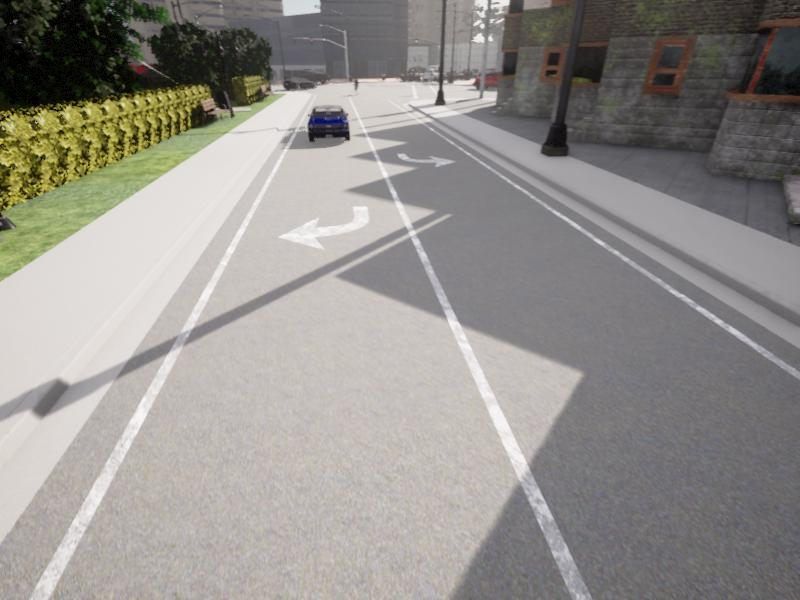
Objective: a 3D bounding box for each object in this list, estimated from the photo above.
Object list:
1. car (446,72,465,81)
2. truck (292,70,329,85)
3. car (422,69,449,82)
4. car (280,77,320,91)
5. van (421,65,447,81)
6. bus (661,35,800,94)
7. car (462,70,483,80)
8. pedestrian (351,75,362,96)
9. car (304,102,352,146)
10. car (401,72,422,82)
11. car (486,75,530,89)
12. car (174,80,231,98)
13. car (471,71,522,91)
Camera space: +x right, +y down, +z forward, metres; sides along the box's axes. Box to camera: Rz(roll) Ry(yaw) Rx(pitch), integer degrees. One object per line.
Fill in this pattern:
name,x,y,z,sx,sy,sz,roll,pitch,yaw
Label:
car,10.916,-44.112,78.791,1.816,1.474,4.193,21,37,32
truck,-15.027,-37.300,67.075,6.274,2.098,2.390,23,38,34
car,6.543,-41.439,73.763,2.150,2.045,5.566,21,37,32
car,-13.070,-28.332,52.415,2.163,1.488,4.792,18,35,29
van,6.699,-44.665,78.723,1.988,2.561,5.915,21,37,32
bus,30.513,-21.166,36.258,10.273,4.253,3.944,19,36,32
car,15.043,-46.912,83.312,1.930,1.638,5.238,21,37,32
pedestrian,-4.626,-22.817,42.551,0.751,1.860,0.751,19,36,30
car,-3.335,-8.374,18.794,1.895,1.301,4.718,-4,31,-7
car,2.150,-41.162,73.900,1.816,1.474,4.193,21,37,32
car,13.935,-28.274,51.870,5.008,1.535,1.882,21,36,31
car,-21.092,-22.695,42.927,2.128,1.511,4.902,21,37,32
car,11.838,-27.053,49.324,5.566,2.045,2.150,21,37,32
